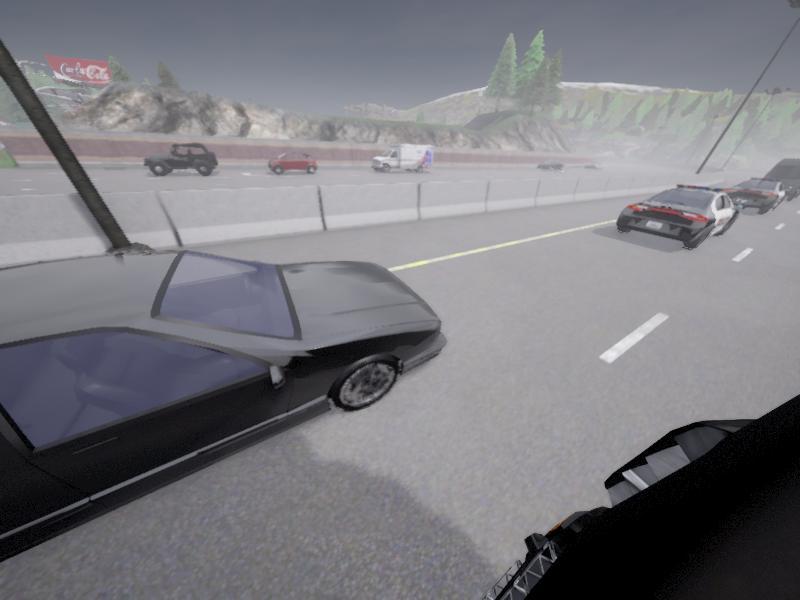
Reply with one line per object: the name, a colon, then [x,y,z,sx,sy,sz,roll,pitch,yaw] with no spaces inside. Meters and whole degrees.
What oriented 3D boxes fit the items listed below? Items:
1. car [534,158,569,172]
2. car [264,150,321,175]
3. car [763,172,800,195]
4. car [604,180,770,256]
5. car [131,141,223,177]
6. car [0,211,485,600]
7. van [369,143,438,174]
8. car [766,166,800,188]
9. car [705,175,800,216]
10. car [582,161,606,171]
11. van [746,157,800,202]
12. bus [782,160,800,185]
car: [22.763,-20.280,34.744,5.008,1.535,1.882,-17,38,-28]
car: [-8.679,-11.120,18.745,3.705,1.549,1.789,-16,38,-26]
car: [36.270,-10.871,21.475,4.514,1.525,2.007,-18,39,-28]
car: [9.572,-2.979,7.726,4.974,1.542,2.038,-16,38,-26]
car: [-14.667,-9.530,15.626,3.866,1.878,1.905,-16,38,-26]
car: [-2.151,0.466,1.844,5.357,1.411,2.033,-16,38,-26]
van: [0.352,-14.090,23.057,6.366,2.431,2.351,-16,38,-26]
car: [46.758,-14.826,27.683,5.566,2.045,2.150,-21,40,-32]
car: [19.831,-5.943,12.905,4.974,1.542,2.038,-16,38,-26]
car: [36.020,-24.859,42.787,4.718,1.301,1.895,-22,41,-32]
van: [29.356,-9.130,17.448,5.915,2.561,1.988,-16,38,-27]
bus: [57.349,-17.747,30.823,10.273,4.253,3.944,-25,42,-35]
